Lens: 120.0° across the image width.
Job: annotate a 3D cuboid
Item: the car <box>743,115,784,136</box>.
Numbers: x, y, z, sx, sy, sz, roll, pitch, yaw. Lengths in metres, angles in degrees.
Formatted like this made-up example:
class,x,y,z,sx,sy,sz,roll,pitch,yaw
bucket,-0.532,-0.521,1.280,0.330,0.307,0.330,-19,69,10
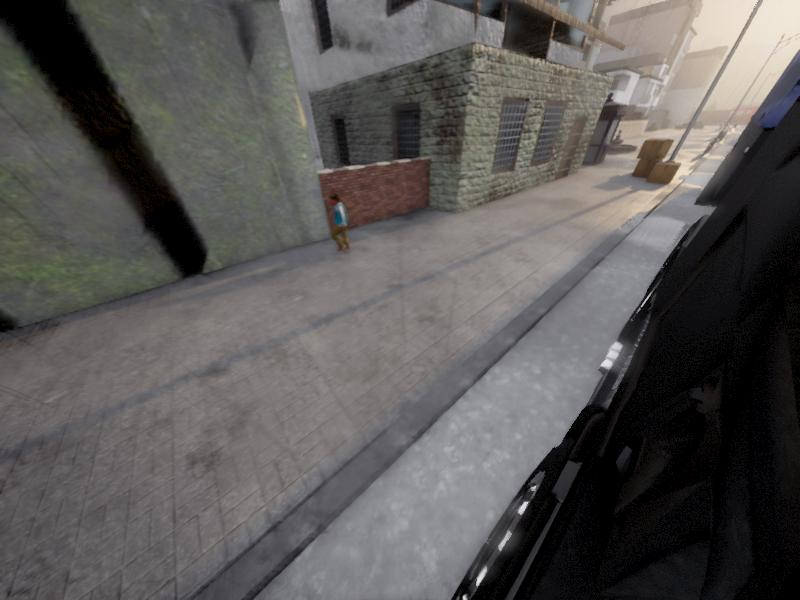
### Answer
class,x,y,z,sx,sy,sz,roll,pitch,yaw
car,44.630,-21.519,28.445,3.866,1.878,1.905,-28,43,-30

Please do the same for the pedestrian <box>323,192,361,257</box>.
class,x,y,z,sx,sy,sz,roll,pitch,yaw
pedestrian,-1.117,-1.489,4.591,0.500,1.100,0.500,-7,37,-6

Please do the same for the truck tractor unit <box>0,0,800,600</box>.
class,x,y,z,sx,sy,sz,roll,pitch,yaw
truck tractor unit,2.645,-0.295,0.351,6.516,4.208,3.053,-28,44,-30

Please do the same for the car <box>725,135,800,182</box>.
class,x,y,z,sx,sy,sz,roll,pitch,yaw
car,16.432,-6.379,10.188,4.718,1.301,1.895,-28,43,-30

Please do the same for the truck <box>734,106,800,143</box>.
class,x,y,z,sx,sy,sz,roll,pitch,yaw
truck,34.754,-16.556,21.814,5.204,2.467,2.627,-29,44,-29

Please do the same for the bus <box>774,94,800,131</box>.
class,x,y,z,sx,sy,sz,roll,pitch,yaw
bus,59.358,-27.255,33.324,10.273,4.253,3.944,-28,43,-30

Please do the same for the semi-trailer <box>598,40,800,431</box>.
class,x,y,z,sx,sy,sz,roll,pitch,yaw
semi-trailer,8.687,-3.595,4.265,14.254,4.402,2.717,-28,43,-30

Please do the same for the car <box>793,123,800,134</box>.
class,x,y,z,sx,sy,sz,roll,pitch,yaw
car,50.146,-21.181,27.953,5.008,1.535,1.882,-28,43,-30

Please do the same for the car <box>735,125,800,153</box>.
class,x,y,z,sx,sy,sz,roll,pitch,yaw
car,26.432,-11.689,16.701,4.181,1.385,1.994,-28,43,-30

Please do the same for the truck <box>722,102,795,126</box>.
class,x,y,z,sx,sy,sz,roll,pitch,yaw
truck,84.032,-43.805,54.560,2.891,3.827,8.468,-28,43,-30
